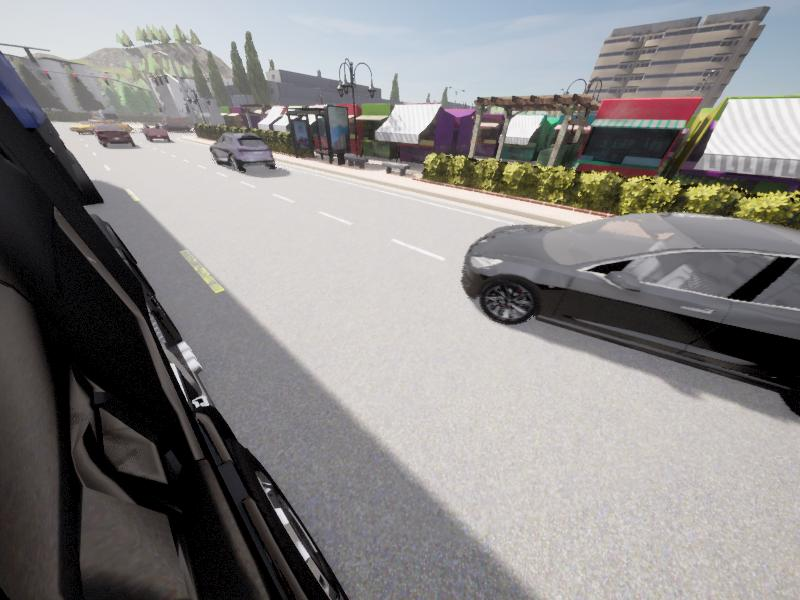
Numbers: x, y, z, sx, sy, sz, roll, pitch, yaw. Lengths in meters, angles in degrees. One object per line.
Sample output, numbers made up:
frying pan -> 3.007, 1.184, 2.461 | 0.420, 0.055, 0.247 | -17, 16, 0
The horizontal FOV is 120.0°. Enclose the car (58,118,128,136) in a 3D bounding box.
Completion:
car -> -37.537, -21.415, 28.542 | 1.801, 1.575, 5.366 | 1, 37, -3

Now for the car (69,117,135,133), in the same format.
car -> -40.571, -23.854, 31.610 | 1.801, 1.575, 5.366 | 30, 45, 31

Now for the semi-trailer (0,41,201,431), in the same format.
semi-trailer -> -8.682, -3.619, 4.239 | 14.254, 4.402, 2.717 | 28, 44, 30

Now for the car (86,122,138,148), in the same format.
car -> -24.004, -13.768, 19.226 | 5.008, 1.535, 1.882 | 29, 44, 30

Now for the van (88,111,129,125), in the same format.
van -> -70.204, -43.928, 55.823 | 2.351, 2.431, 6.366 | -3, 37, -8

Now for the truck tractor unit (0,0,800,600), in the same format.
truck tractor unit -> -2.645, -0.295, 0.351 | 6.516, 4.208, 3.053 | 28, 44, 30

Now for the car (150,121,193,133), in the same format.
car -> -37.818, -28.651, 38.303 | 1.812, 1.442, 4.674 | 30, 44, 31

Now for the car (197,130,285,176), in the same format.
car -> -8.754, -8.207, 12.691 | 4.856, 1.649, 2.033 | 29, 44, 30

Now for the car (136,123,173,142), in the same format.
car -> -25.603, -17.495, 24.109 | 3.633, 1.501, 1.845 | 31, 45, 33

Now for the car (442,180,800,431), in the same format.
car -> 3.290, -0.269, 2.976 | 4.792, 1.488, 2.163 | 19, 40, 21
